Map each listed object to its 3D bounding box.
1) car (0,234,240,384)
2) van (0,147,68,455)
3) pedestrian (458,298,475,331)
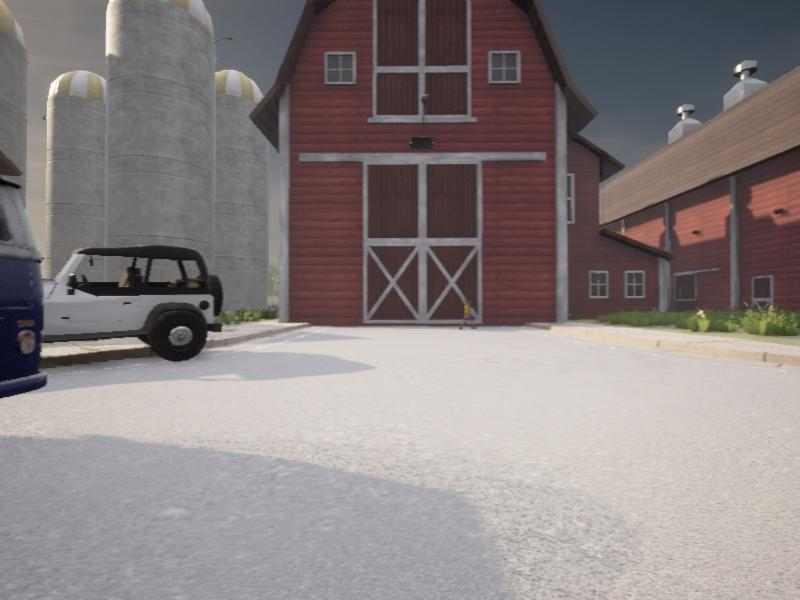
[{"bbox_3d":[-4.870,0.010,6.382,3.866,1.878,1.905,-2,6,-42],"label":"car"},{"bbox_3d":[-4.798,0.030,2.205,4.442,1.987,1.775,-1,0,0],"label":"van"},{"bbox_3d":[2.289,0.492,13.816,0.500,1.100,0.500,0,-1,-1],"label":"pedestrian"}]
